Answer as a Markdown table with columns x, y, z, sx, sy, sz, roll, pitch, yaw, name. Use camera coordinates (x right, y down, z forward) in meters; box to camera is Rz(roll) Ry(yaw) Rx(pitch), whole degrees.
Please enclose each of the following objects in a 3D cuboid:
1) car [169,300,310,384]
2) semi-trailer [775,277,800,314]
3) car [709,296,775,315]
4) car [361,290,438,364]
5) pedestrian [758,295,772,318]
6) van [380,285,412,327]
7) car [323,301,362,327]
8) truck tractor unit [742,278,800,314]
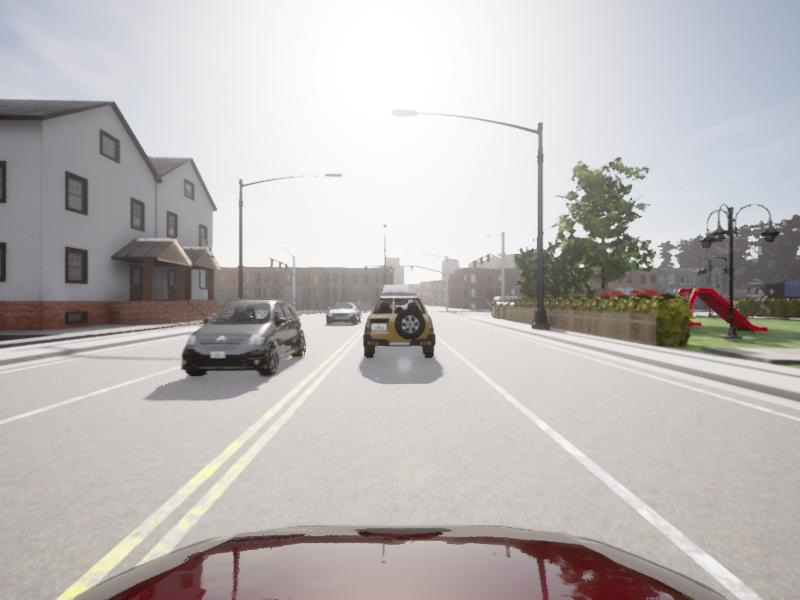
| x | y | z | sx | sy | sz | roll | pitch | yaw | name |
| --- | --- | --- | --- | --- | --- | --- | --- | --- | --- |
| -3.506 | 0.804 | 9.628 | 1.851 | 1.617 | 3.988 | 0 | 0 | -1 | car |
| 54.481 | -0.541 | 49.268 | 14.254 | 4.402 | 2.717 | 0 | 0 | -1 | semi-trailer |
| 38.532 | 0.639 | 45.152 | 5.566 | 2.045 | 2.150 | 0 | 0 | -1 | car |
| -0.048 | 0.674 | 12.400 | 1.932 | 1.855 | 4.605 | 0 | 0 | -1 | car |
| 30.971 | 0.542 | 33.955 | 0.751 | 1.860 | 0.751 | 0 | 0 | 32 | pedestrian |
| -0.296 | 0.365 | 27.478 | 1.988 | 2.561 | 5.915 | 0 | 0 | -1 | van |
| -3.800 | 0.869 | 27.301 | 2.038 | 1.542 | 4.974 | 0 | 0 | -1 | car |
| 46.573 | -0.449 | 49.088 | 6.516 | 4.208 | 3.053 | 1 | 0 | -2 | truck tractor unit |
